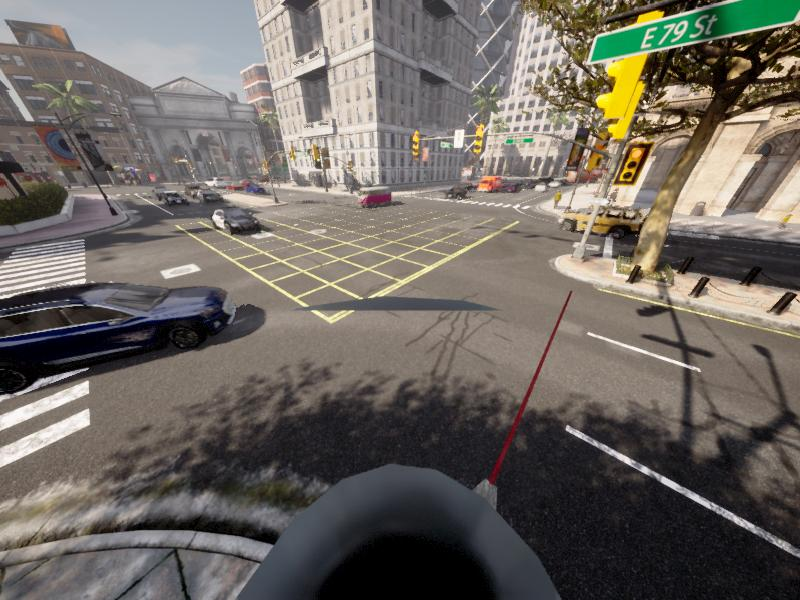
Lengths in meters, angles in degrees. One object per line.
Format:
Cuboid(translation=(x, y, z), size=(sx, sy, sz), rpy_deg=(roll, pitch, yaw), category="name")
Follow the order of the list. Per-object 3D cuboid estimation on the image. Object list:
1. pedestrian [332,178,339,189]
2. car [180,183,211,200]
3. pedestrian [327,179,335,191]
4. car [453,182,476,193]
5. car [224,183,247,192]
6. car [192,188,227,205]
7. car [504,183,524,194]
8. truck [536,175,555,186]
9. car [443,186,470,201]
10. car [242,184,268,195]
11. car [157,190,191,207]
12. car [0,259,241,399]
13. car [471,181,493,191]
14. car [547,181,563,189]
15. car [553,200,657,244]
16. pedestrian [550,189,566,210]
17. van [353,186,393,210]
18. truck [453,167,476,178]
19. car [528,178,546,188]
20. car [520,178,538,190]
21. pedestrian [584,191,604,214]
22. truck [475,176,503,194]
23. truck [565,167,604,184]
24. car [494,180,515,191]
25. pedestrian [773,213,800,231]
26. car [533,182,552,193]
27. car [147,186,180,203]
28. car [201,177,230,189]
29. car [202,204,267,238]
Cuboid(translation=(-12.577, -22.779, 45.247), size=(0.751, 1.860, 0.751), rpy_deg=(20, 36, 31), category="pedestrian")
Cuboid(translation=(-29.342, -15.610, 33.165), size=(4.605, 1.855, 1.932), rpy_deg=(23, 37, 34), category="car")
Cuboid(translation=(-12.358, -20.577, 41.433), size=(0.751, 1.860, 0.751), rpy_deg=(20, 36, 31), category="pedestrian")
Cuboid(translation=(11.707, -20.252, 41.589), size=(1.837, 1.490, 4.892), rpy_deg=(23, 37, 34), category="car")
Cuboid(translation=(-31.130, -21.346, 43.683), size=(4.718, 1.301, 1.895), rpy_deg=(23, 37, 34), category="car")
Cuboid(translation=(-24.565, -13.443, 29.759), size=(4.974, 1.542, 2.038), rpy_deg=(23, 37, 34), category="car")
Cuboid(translation=(20.181, -19.854, 40.920), size=(1.816, 1.474, 4.193), rpy_deg=(23, 37, 34), category="car")
Cuboid(translation=(35.861, -29.371, 56.779), size=(2.390, 2.098, 6.274), rpy_deg=(23, 37, 34), category="truck")
Cuboid(translation=(8.038, -15.070, 32.616), size=(1.837, 1.490, 4.892), rpy_deg=(20, 35, 30), category="car")
Cuboid(translation=(-24.281, -18.521, 38.642), size=(4.674, 1.442, 1.812), rpy_deg=(23, 37, 34), category="car")
Cuboid(translation=(-26.955, -12.141, 27.558), size=(3.806, 1.475, 1.970), rpy_deg=(23, 37, 34), category="car")
Cuboid(translation=(-7.028, 0.459, 5.581), size=(4.856, 1.649, 2.033), rpy_deg=(-14, 32, -24), category="car")
Cuboid(translation=(16.617, -23.147, 46.703), size=(2.033, 1.411, 5.357), rpy_deg=(23, 37, 34), category="car")
Cuboid(translation=(33.556, -24.949, 49.922), size=(1.895, 1.301, 4.718), rpy_deg=(23, 37, 34), category="car")
Cuboid(translation=(13.385, -5.384, 15.455), size=(1.932, 1.855, 4.605), rpy_deg=(-25, 39, -36), category="car")
Cuboid(translation=(15.923, -10.106, 23.297), size=(0.751, 1.860, 0.751), rpy_deg=(13, 32, 21), category="pedestrian")
Cuboid(translation=(-2.923, -11.703, 26.283), size=(1.775, 1.987, 4.442), rpy_deg=(23, 37, 34), category="van")
Cuboid(translation=(26.499, -52.897, 95.793), size=(8.468, 3.827, 2.891), rpy_deg=(11, 32, 18), category="truck")
Cuboid(translation=(30.554, -26.061, 51.503), size=(1.930, 1.638, 5.238), rpy_deg=(23, 37, 34), category="car")
Cuboid(translation=(26.170, -23.566, 46.928), size=(1.905, 1.878, 3.866), rpy_deg=(23, 37, 34), category="car")
Cuboid(translation=(18.245, -9.196, 21.721), size=(0.751, 1.860, 0.751), rpy_deg=(-23, 37, -34), category="pedestrian")
Cuboid(translation=(15.833, -20.411, 40.907), size=(2.627, 2.467, 5.204), rpy_deg=(23, 36, 34), category="truck")
Cuboid(translation=(51.337, -34.728, 64.324), size=(8.468, 3.827, 2.891), rpy_deg=(-8, 31, -14), category="truck")
Cuboid(translation=(21.136, -23.217, 46.578), size=(1.930, 1.638, 5.238), rpy_deg=(23, 37, 34), category="car")
Cuboid(translation=(26.477, -5.353, 15.824), size=(0.500, 1.100, 0.500), rpy_deg=(-21, 36, -32), category="pedestrian")
Cuboid(translation=(26.143, -20.690, 42.313), size=(1.845, 1.501, 3.633), rpy_deg=(23, 37, 34), category="car")
Cuboid(translation=(-32.066, -14.367, 31.249), size=(5.238, 1.638, 1.930), rpy_deg=(23, 37, 34), category="car")
Cuboid(translation=(-39.251, -24.887, 49.071), size=(5.566, 2.045, 2.150), rpy_deg=(16, 33, 25), category="car")
Cuboid(translation=(-11.854, -5.780, 16.510), size=(4.974, 1.542, 2.038), rpy_deg=(22, 36, 34), category="car")
